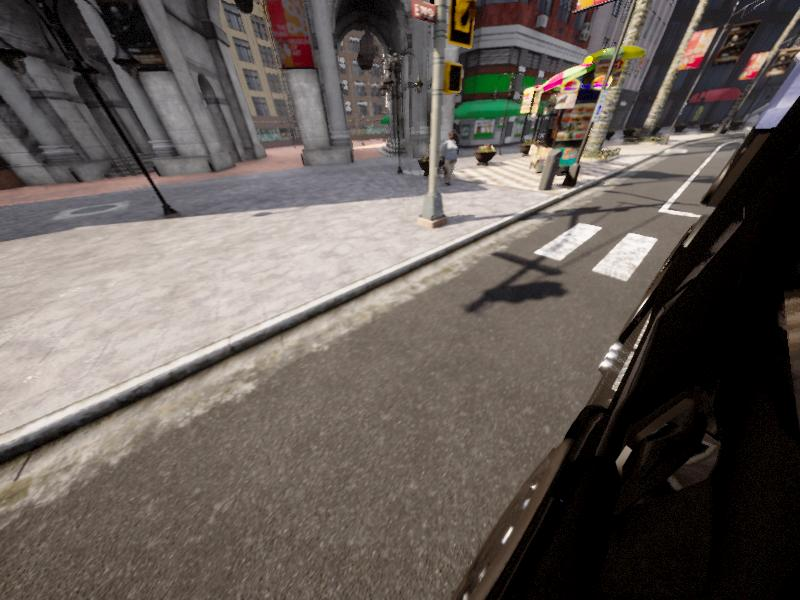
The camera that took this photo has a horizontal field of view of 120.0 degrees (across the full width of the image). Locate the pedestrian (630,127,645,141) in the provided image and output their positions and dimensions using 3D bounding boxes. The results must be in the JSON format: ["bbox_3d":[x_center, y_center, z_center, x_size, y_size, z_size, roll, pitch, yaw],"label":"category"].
[{"bbox_3d":[24.043,-16.834,23.397,0.500,1.100,0.500,-23,41,-24],"label":"pedestrian"}]

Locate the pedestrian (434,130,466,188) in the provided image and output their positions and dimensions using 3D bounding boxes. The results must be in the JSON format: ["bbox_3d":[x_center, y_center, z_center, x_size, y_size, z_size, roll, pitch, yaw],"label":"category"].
[{"bbox_3d":[1.913,-5.515,9.073,0.751,1.860,0.751,-21,41,-23],"label":"pedestrian"}]

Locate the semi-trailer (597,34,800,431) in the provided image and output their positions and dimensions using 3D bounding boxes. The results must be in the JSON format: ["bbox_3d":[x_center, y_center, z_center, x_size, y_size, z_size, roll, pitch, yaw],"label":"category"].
[{"bbox_3d":[8.729,-3.587,4.195,14.254,4.402,2.717,-28,43,-29],"label":"semi-trailer"}]

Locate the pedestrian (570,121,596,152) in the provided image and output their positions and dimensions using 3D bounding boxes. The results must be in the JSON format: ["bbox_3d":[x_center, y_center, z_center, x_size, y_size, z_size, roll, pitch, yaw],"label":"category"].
[{"bbox_3d":[13.649,-12.205,17.253,0.751,1.860,0.751,-27,43,-29],"label":"pedestrian"}]

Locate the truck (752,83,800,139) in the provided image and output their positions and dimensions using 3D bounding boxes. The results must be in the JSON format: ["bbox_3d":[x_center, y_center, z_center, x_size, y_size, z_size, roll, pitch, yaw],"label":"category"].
[{"bbox_3d":[38.127,-17.252,21.038,8.468,3.827,2.891,-15,38,-15],"label":"truck"}]

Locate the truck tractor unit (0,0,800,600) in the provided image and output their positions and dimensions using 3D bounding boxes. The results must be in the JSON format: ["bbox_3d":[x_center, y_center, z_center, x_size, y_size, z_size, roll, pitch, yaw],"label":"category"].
[{"bbox_3d":[2.645,-0.295,0.351,6.516,4.208,3.053,-28,44,-30],"label":"truck tractor unit"}]
